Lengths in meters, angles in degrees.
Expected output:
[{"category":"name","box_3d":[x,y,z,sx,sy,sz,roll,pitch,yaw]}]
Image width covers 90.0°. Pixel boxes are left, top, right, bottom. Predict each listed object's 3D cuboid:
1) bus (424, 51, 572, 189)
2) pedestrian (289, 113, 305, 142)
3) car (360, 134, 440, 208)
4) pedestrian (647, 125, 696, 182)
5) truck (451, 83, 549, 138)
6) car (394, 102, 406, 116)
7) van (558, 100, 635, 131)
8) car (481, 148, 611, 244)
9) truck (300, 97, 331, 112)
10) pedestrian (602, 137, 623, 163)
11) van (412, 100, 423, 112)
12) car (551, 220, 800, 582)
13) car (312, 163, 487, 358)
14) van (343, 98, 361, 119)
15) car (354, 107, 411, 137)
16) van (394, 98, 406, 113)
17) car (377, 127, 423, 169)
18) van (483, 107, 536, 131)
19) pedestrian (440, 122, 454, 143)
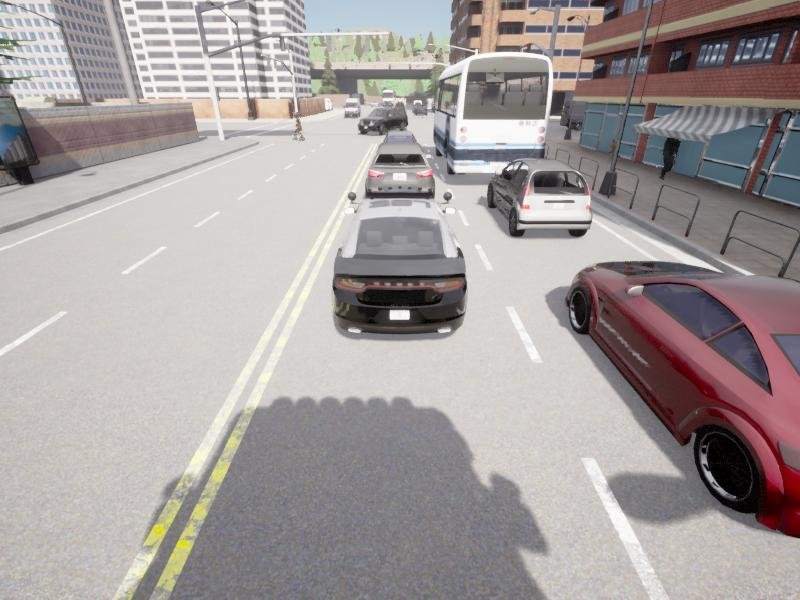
[{"category":"bus","box_3d":[3.380,-8.230,18.010,3.944,4.253,10.273,0,27,0]},{"category":"pedestrian","box_3d":[-7.257,-12.179,28.272,0.751,1.860,0.751,-2,27,-4]},{"category":"car","box_3d":[0.001,-4.560,13.685,2.242,1.667,4.611,0,27,0]},{"category":"pedestrian","box_3d":[9.863,-5.339,14.607,0.751,1.860,0.751,-2,27,-4]},{"category":"truck","box_3d":[8.455,-16.074,33.763,8.468,3.827,2.891,-19,33,-33]},{"category":"car","box_3d":[-0.001,-31.011,64.993,1.905,1.878,3.866,0,27,0]},{"category":"van","box_3d":[18.500,-17.525,37.998,5.915,2.561,1.988,0,27,0]},{"category":"car","box_3d":[3.503,-2.904,10.526,1.851,1.617,3.988,0,27,0]},{"category":"truck","box_3d":[-16.167,-37.543,76.785,5.204,2.467,2.615,0,27,0]},{"category":"pedestrian","box_3d":[10.031,-7.105,18.920,0.500,1.100,0.500,0,27,0]},{"category":"van","box_3d":[3.499,-38.806,80.026,2.069,2.038,4.480,0,27,0]},{"category":"car","box_3d":[3.521,0.391,4.367,1.994,1.385,4.181,-1,27,-2]},{"category":"car","box_3d":[-0.002,-1.178,7.124,1.930,1.638,5.238,0,27,0]},{"category":"van","box_3d":[-7.005,-28.406,59.206,1.988,2.561,5.915,0,27,0]},{"category":"car","box_3d":[-1.347,-15.278,34.159,2.150,2.045,5.566,15,31,27]},{"category":"van","box_3d":[0.001,-38.264,78.530,2.351,2.431,6.366,0,27,0]},{"category":"car","box_3d":[0.002,-7.806,20.313,2.033,1.411,5.357,0,27,0]},{"category":"van","box_3d":[10.386,-17.337,38.240,4.442,1.987,1.775,0,27,0]},{"category":"pedestrian","box_3d":[3.263,-11.709,27.968,0.751,1.300,0.751,9,29,18]}]
